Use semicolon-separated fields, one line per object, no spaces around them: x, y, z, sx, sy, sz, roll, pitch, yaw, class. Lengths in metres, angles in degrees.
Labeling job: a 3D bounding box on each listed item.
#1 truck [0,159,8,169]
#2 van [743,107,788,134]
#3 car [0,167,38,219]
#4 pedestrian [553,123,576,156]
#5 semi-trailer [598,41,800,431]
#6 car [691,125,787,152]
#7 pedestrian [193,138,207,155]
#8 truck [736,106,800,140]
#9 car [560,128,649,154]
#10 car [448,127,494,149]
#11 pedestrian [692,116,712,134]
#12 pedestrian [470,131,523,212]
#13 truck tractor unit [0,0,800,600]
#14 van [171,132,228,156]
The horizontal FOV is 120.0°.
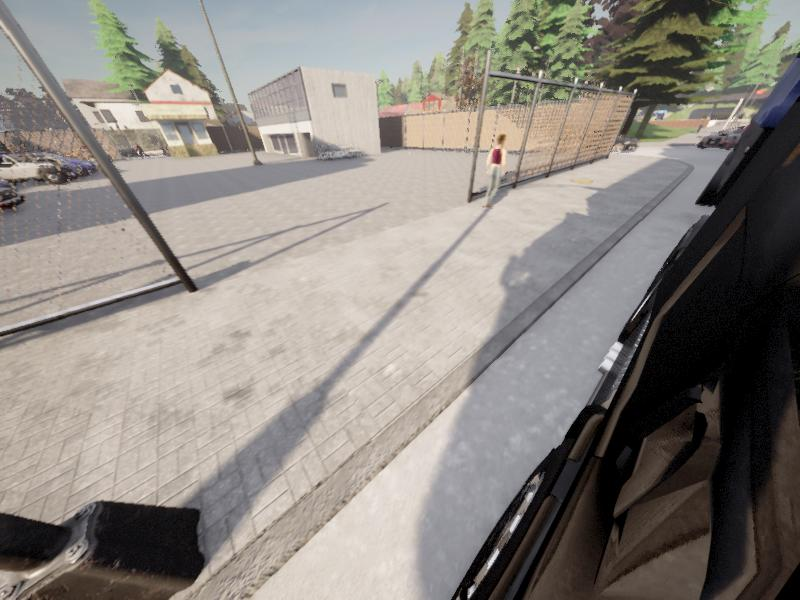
-44.767;-14.221;22.080;2.891;3.827;8.468;-19;40;-21;truck
47.269;-23.276;29.990;5.915;2.561;1.988;-28;43;-30;van
-16.571;-2.970;7.267;5.357;1.415;2.033;-28;44;-30;car
11.784;-11.496;16.576;0.751;1.860;0.751;22;43;29;pedestrian
8.695;-3.595;4.248;14.254;4.402;2.717;-28;44;-30;semi-trailer
25.054;-12.054;17.199;4.181;1.385;1.994;-8;37;-7;car
-27.788;-21.361;32.100;0.751;1.860;0.751;-25;42;-27;pedestrian
37.073;-17.827;23.351;5.204;2.467;2.627;-27;43;-31;truck
16.277;-12.868;18.692;1.837;1.490;4.892;-28;44;-30;car
8.048;-18.661;26.616;1.932;1.855;4.605;-28;43;-30;car
39.923;-23.119;30.554;0.751;1.860;0.751;-29;44;-31;pedestrian
2.649;-3.580;6.501;0.751;1.860;0.751;-26;43;-28;pedestrian
2.645;-0.295;0.351;6.516;4.208;3.053;-28;44;-30;truck tractor unit
-30.444;-23.885;35.282;5.915;2.561;1.988;-28;43;-30;van
